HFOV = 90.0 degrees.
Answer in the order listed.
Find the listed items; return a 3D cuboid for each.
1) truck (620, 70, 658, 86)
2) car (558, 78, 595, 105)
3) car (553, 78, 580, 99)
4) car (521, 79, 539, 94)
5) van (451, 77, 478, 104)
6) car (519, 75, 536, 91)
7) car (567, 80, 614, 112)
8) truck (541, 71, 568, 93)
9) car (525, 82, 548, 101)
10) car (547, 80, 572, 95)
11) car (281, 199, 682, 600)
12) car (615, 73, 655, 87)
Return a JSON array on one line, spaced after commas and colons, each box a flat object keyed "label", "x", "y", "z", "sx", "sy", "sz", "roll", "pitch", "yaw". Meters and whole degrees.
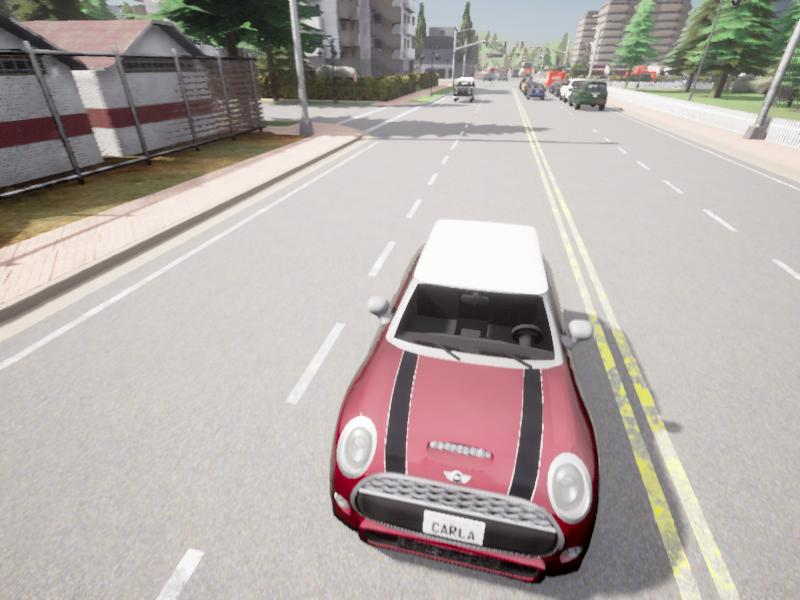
[{"label": "truck", "x": 44.725, "y": -41.585, "z": 75.039, "sx": 5.204, "sy": 2.467, "sz": 2.627, "roll": 6, "pitch": 31, "yaw": 9}, {"label": "car", "x": 17.108, "y": -20.449, "z": 39.052, "sx": 2.150, "sy": 2.045, "sz": 5.566, "roll": 7, "pitch": 31, "yaw": 11}, {"label": "car", "x": 18.706, "y": -23.946, "z": 45.200, "sx": 1.932, "sy": 1.855, "sz": 4.605, "roll": 7, "pitch": 31, "yaw": 11}, {"label": "car", "x": 17.142, "y": -28.361, "z": 53.002, "sx": 1.801, "sy": 1.575, "sz": 5.366, "roll": 7, "pitch": 31, "yaw": 11}, {"label": "van", "x": 6.270, "y": -20.344, "z": 38.736, "sx": 2.069, "sy": 2.038, "sz": 4.480, "roll": 7, "pitch": 31, "yaw": 11}, {"label": "car", "x": 18.697, "y": -31.958, "z": 58.859, "sx": 1.932, "sy": 1.855, "sz": 4.605, "roll": 7, "pitch": 31, "yaw": 11}, {"label": "car", "x": 15.503, "y": -16.854, "z": 32.901, "sx": 2.150, "sy": 2.045, "sz": 5.566, "roll": 7, "pitch": 31, "yaw": 11}, {"label": "truck", "x": 21.553, "y": -30.555, "z": 55.920, "sx": 2.627, "sy": 2.467, "sz": 5.204, "roll": 7, "pitch": 31, "yaw": 11}, {"label": "car", "x": 14.211, "y": -21.802, "z": 41.806, "sx": 1.789, "sy": 1.549, "sz": 3.705, "roll": 7, "pitch": 31, "yaw": 11}, {"label": "car", "x": 20.143, "y": -26.989, "z": 50.800, "sx": 2.163, "sy": 1.488, "sz": 4.792, "roll": 7, "pitch": 31, "yaw": 11}, {"label": "car", "x": 0.723, "y": 0.334, "z": 3.967, "sx": 1.970, "sy": 1.475, "sz": 3.806, "roll": 7, "pitch": 31, "yaw": 11}, {"label": "car", "x": 42.500, "y": -39.838, "z": 72.438, "sx": 5.566, "sy": 2.045, "sz": 2.150, "roll": 6, "pitch": 31, "yaw": 10}]
